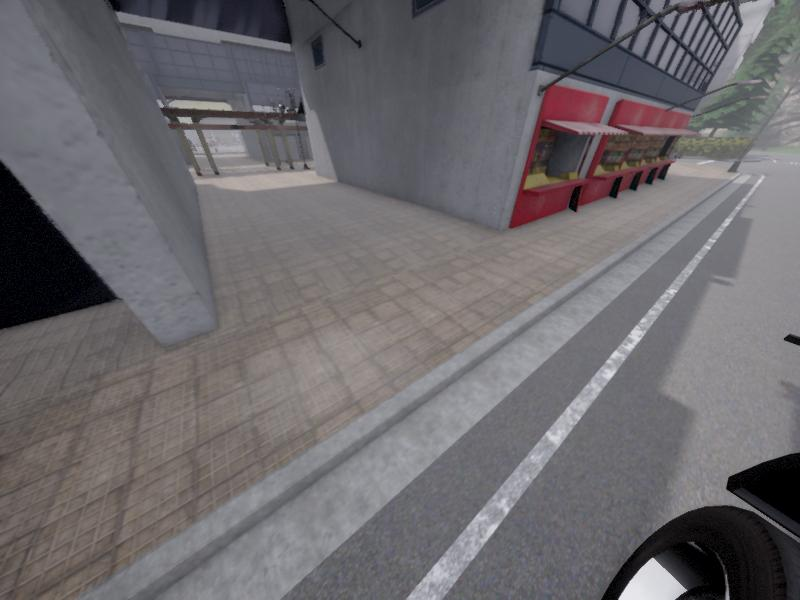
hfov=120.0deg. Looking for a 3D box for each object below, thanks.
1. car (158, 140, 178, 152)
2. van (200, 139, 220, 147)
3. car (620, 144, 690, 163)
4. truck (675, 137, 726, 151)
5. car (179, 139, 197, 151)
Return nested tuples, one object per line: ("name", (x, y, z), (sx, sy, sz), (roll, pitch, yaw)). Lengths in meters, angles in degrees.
("car", (-43.297, -28.877, 43.200), (1.932, 1.855, 4.605), (-24, 41, -29))
("van", (-59.965, -49.597, 72.945), (4.480, 2.038, 2.069), (-23, 41, -29))
("car", (25.656, -14.896, 23.418), (1.994, 1.385, 4.181), (-21, 40, -26))
("truck", (57.917, -30.349, 44.827), (2.390, 2.098, 6.274), (5, 35, 7))
("car", (-41.214, -30.090, 44.875), (1.905, 1.878, 3.866), (-24, 41, -29))
